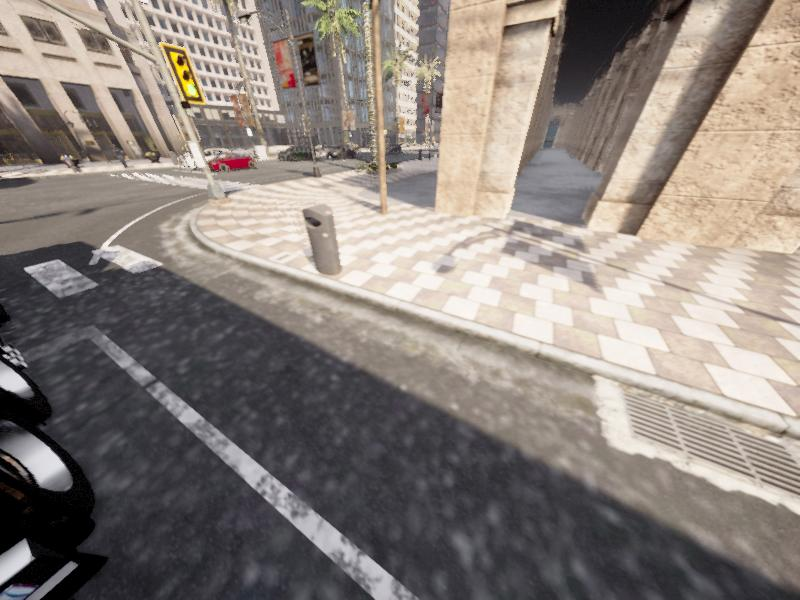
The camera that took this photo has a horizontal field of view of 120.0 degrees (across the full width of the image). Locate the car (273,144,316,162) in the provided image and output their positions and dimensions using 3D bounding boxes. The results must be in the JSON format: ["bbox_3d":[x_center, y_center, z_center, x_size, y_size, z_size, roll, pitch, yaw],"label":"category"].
[{"bbox_3d":[-13.543,-19.081,29.952,2.097,1.767,4.553,17,38,23],"label":"car"}]

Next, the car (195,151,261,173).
[{"bbox_3d":[-15.482,-12.605,21.041,1.994,1.385,4.181,17,39,23],"label":"car"}]

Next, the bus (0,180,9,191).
[{"bbox_3d":[-26.618,-5.976,9.101,3.944,4.253,10.273,17,38,23],"label":"bus"}]

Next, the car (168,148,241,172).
[{"bbox_3d":[-18.594,-13.633,22.282,2.242,1.667,4.611,17,38,23],"label":"car"}]

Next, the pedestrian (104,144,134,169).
[{"bbox_3d":[-25.441,-13.006,20.969,0.751,1.860,0.751,-14,37,-18],"label":"pedestrian"}]

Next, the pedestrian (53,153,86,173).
[{"bbox_3d":[-26.953,-11.189,18.863,0.751,1.300,0.751,1,35,2],"label":"pedestrian"}]

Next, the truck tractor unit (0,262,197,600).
[{"bbox_3d":[-5.110,-0.301,0.785,6.516,4.208,3.053,18,39,24],"label":"truck tractor unit"}]
